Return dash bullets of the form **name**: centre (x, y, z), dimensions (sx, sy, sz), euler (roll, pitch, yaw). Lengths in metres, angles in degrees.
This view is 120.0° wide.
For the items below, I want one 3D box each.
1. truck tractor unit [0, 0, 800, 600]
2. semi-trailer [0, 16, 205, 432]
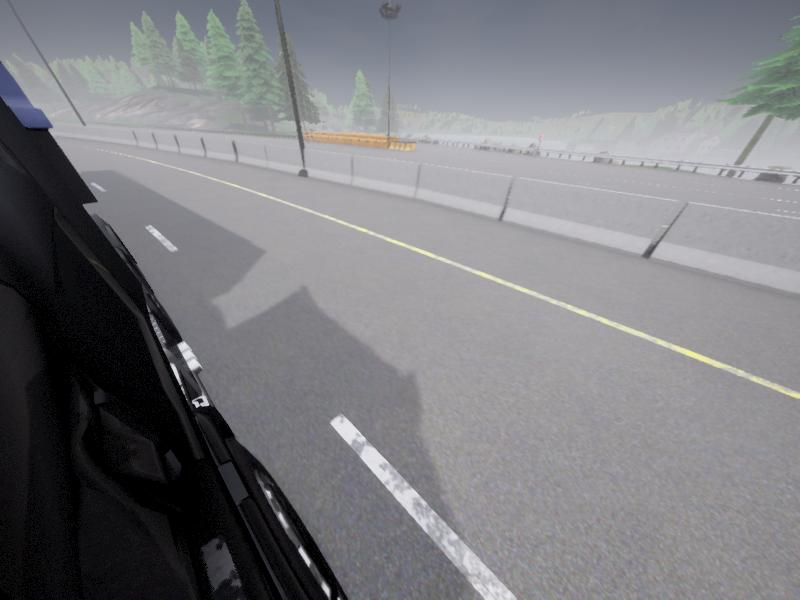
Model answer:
- **truck tractor unit**: centre (-2.645, -0.295, 0.351), dimensions (6.516, 4.208, 3.053), euler (28, 44, 30)
- **semi-trailer**: centre (-8.916, -3.436, 4.019), dimensions (14.254, 4.402, 2.717), euler (25, 42, 27)
